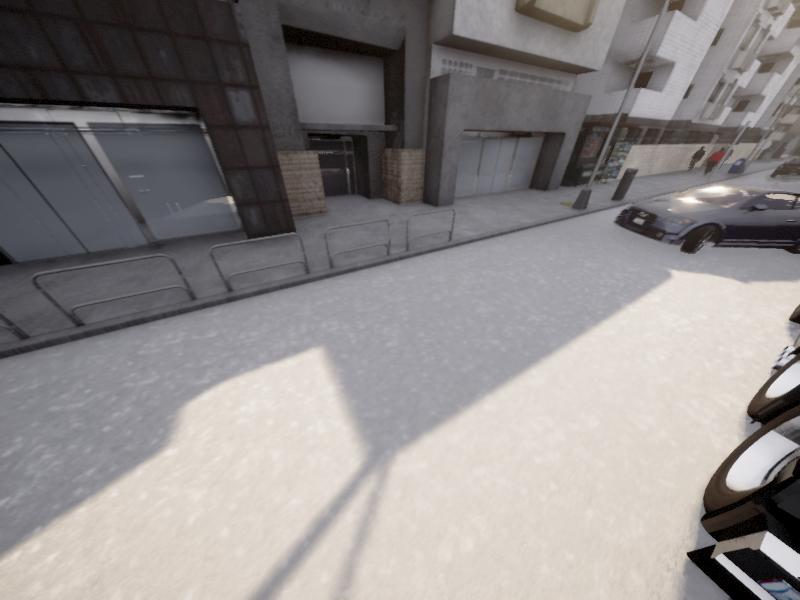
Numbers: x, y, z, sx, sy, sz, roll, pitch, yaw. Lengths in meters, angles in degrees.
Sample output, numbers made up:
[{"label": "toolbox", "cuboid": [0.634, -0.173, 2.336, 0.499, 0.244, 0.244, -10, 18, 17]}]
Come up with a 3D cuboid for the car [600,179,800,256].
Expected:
[{"label": "car", "cuboid": [8.401, -2.226, 6.043, 4.181, 1.385, 1.994, 1, 35, 2]}]

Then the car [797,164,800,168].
[{"label": "car", "cuboid": [43.770, -14.535, 23.659, 4.611, 1.667, 2.242, -18, 39, -24]}]

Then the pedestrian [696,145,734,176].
[{"label": "pedestrian", "cuboid": [22.897, -10.128, 16.816, 0.751, 1.860, 0.751, -21, 40, -28]}]

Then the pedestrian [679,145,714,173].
[{"label": "pedestrian", "cuboid": [23.524, -11.191, 18.346, 0.751, 1.860, 0.751, -14, 37, -20]}]

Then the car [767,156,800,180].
[{"label": "car", "cuboid": [30.003, -9.890, 17.237, 4.718, 1.301, 1.895, -18, 39, -24]}]

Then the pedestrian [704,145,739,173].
[{"label": "pedestrian", "cuboid": [26.003, -11.444, 18.724, 0.751, 1.860, 0.751, -15, 38, -21]}]

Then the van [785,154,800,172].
[{"label": "van", "cuboid": [37.183, -12.540, 20.437, 4.480, 2.038, 2.069, -18, 39, -25]}]

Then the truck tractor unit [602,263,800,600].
[{"label": "truck tractor unit", "cuboid": [5.114, -0.295, 0.796, 6.516, 4.208, 3.053, -18, 39, -24]}]
